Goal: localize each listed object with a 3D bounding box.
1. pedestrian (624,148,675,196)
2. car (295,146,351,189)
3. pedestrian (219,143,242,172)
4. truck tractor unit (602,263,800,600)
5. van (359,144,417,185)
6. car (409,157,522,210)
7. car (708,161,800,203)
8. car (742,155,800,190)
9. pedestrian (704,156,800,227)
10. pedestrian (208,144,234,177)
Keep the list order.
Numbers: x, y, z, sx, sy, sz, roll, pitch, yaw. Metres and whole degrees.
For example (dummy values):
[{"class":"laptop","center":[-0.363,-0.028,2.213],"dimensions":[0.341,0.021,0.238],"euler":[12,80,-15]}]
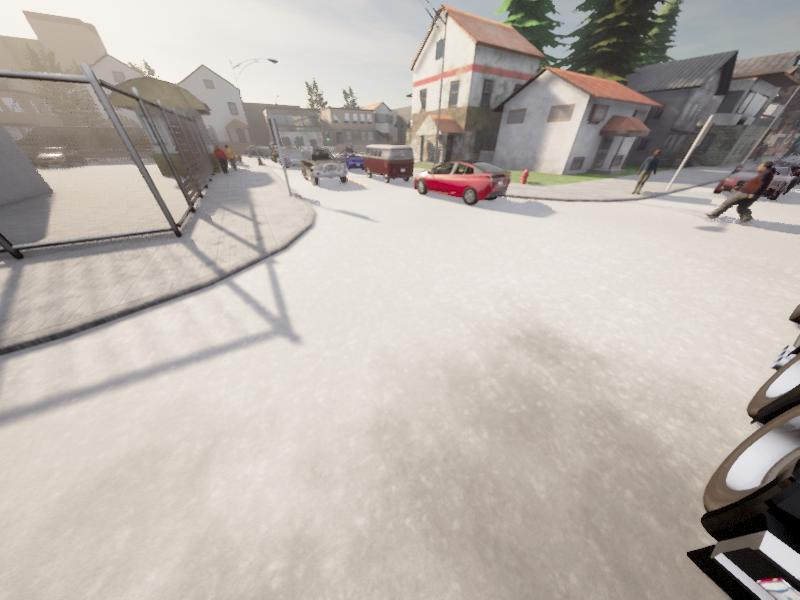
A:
[{"class":"pedestrian","center":[11.412,-5.889,10.662],"dimensions":[0.751,1.860,0.751],"euler":[19,39,25]},{"class":"car","center":[-4.867,-8.350,14.302],"dimensions":[1.932,1.855,4.605],"euler":[-18,39,-24]},{"class":"pedestrian","center":[-13.033,-10.988,17.829],"dimensions":[0.751,1.860,0.751],"euler":[-11,36,-15]},{"class":"truck tractor unit","center":[5.113,-0.296,0.795],"dimensions":[6.516,4.208,3.053],"euler":[-18,39,-24]},{"class":"van","center":[-0.920,-9.031,15.208],"dimensions":[1.775,1.987,4.442],"euler":[-19,39,-25]},{"class":"car","center":[2.650,-5.500,10.565],"dimensions":[2.007,1.525,4.514],"euler":[-25,42,-31]},{"class":"car","center":[17.945,-5.989,11.496],"dimensions":[4.181,1.385,1.994],"euler":[-18,39,-24]},{"class":"car","center":[23.267,-7.804,13.987],"dimensions":[3.633,1.501,1.845],"euler":[-18,39,-24]},{"class":"pedestrian","center":[10.938,-3.399,7.265],"dimensions":[0.751,1.860,0.751],"euler":[-18,39,-24]},{"class":"pedestrian","center":[-12.086,-9.481,15.673],"dimensions":[0.751,1.860,0.751],"euler":[-17,38,-23]}]
